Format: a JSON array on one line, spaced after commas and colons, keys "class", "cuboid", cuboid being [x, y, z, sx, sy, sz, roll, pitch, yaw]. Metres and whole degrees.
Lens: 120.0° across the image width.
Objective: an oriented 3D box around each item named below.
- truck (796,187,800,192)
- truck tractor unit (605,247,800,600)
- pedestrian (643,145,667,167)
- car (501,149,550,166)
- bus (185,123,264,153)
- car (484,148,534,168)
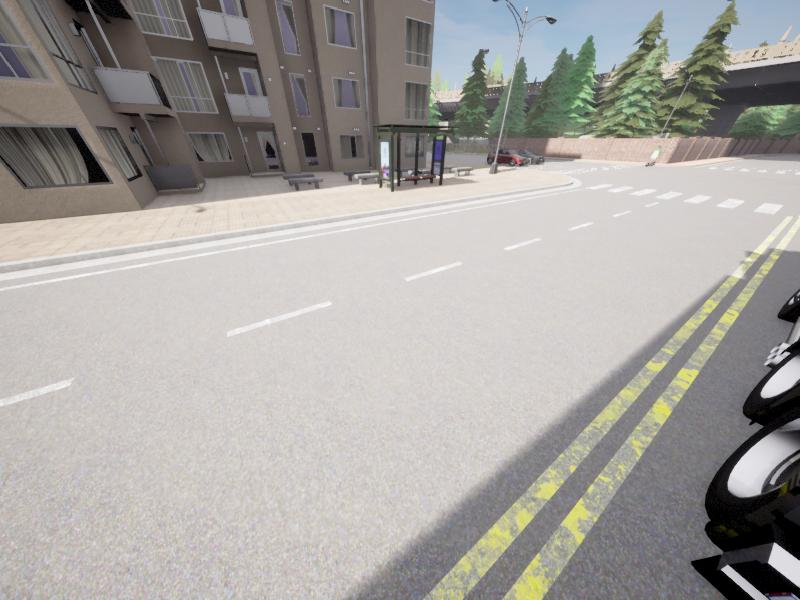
[{"class": "truck", "cuboid": [24.293, -5.563, 10.249, 6.274, 2.098, 2.390, 13, 36, 18]}, {"class": "truck tractor unit", "cuboid": [5.080, -0.330, 0.821, 6.516, 4.208, 3.053, -19, 39, -25]}, {"class": "pedestrian", "cuboid": [25.705, -14.528, 23.285, 0.751, 1.860, 0.751, -18, 39, -24]}, {"class": "car", "cuboid": [13.808, -15.898, 25.637, 1.994, 1.385, 4.181, -20, 40, -27]}, {"class": "bus", "cuboid": [-31.607, -29.713, 42.610, 10.273, 4.253, 3.944, -14, 37, -20]}, {"class": "car", "cuboid": [11.059, -14.707, 23.812, 1.816, 1.474, 4.193, -20, 39, -26]}]
